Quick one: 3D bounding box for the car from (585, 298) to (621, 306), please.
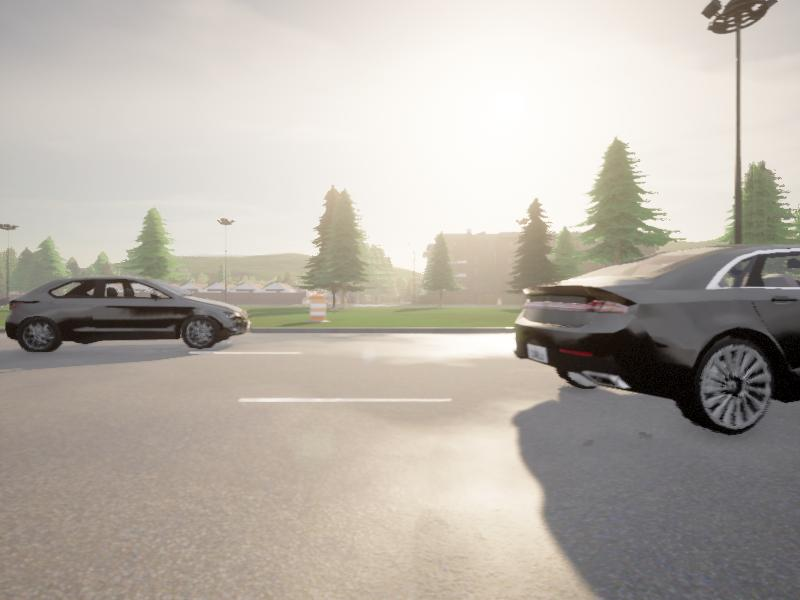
[{"bbox_3d":[32.275,0.352,63.692,4.718,1.301,1.895,0,0,0],"label":"car"}]

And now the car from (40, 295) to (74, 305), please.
[{"bbox_3d":[-63.333,0.037,73.871,4.605,1.855,1.932,0,0,0],"label":"car"}]

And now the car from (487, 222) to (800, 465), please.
[{"bbox_3d":[3.599,0.239,3.991,4.902,1.511,2.128,0,1,-11],"label":"car"}]

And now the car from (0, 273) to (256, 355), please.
[{"bbox_3d":[-5.375,0.253,8.395,4.193,1.474,1.816,0,0,-11],"label":"car"}]
